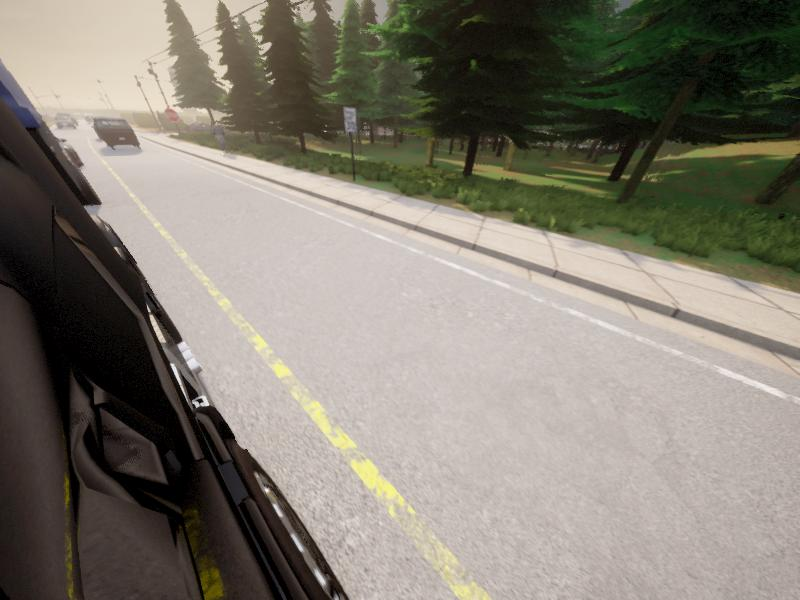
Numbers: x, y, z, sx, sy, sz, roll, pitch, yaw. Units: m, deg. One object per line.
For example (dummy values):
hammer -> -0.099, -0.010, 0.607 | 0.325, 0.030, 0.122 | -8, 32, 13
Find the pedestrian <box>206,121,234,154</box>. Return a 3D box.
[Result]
pedestrian -> -12.724, -11.491, 16.376 | 0.751, 1.860, 0.751 | 23, 41, 25

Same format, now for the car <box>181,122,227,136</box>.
car -> -31.395, -27.499, 37.155 | 2.152, 1.651, 5.027 | 27, 43, 29

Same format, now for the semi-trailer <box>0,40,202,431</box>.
semi-trailer -> -8.720, -3.586, 4.213 | 14.254, 4.402, 2.717 | 28, 44, 30

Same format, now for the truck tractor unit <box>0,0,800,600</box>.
truck tractor unit -> -2.645, -0.295, 0.351 | 6.516, 4.208, 3.053 | 28, 44, 30

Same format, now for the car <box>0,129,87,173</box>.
car -> -17.382, -7.334, 11.233 | 4.181, 1.385, 1.994 | 29, 44, 31

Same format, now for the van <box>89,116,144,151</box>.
van -> -22.305, -13.141, 18.160 | 4.442, 1.987, 1.775 | 30, 44, 31

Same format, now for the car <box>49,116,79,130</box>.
car -> -52.626, -27.782, 36.247 | 4.902, 1.511, 2.128 | 30, 45, 32
